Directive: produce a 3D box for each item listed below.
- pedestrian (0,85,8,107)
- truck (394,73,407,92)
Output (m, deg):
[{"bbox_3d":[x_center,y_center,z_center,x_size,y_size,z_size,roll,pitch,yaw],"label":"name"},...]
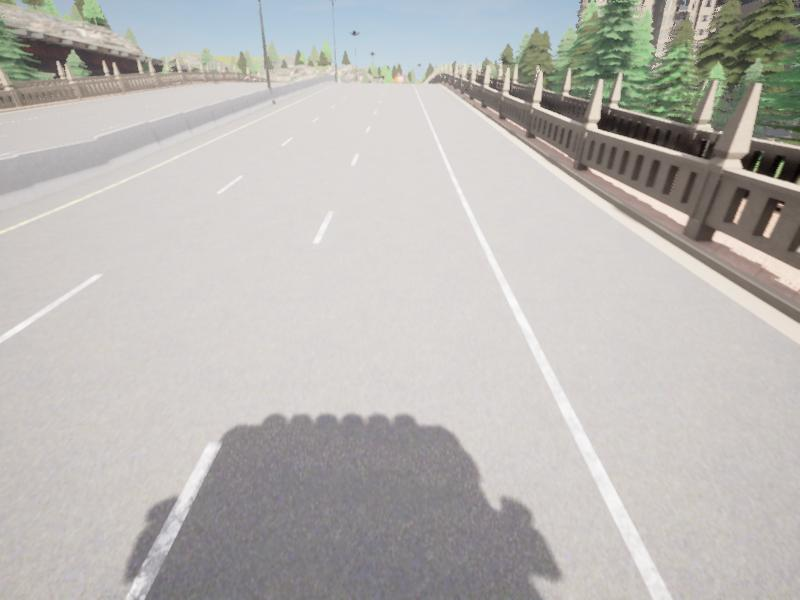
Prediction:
[{"bbox_3d":[-28.426,-14.500,27.911,0.751,1.860,0.751,0,25,0],"label":"pedestrian"},{"bbox_3d":[0.148,-53.311,98.245,2.891,3.827,8.468,0,26,0],"label":"truck"}]
